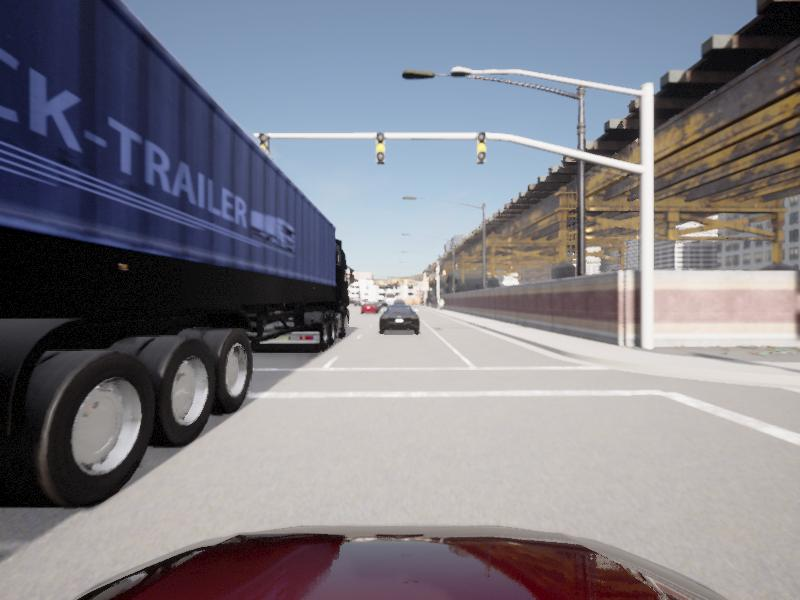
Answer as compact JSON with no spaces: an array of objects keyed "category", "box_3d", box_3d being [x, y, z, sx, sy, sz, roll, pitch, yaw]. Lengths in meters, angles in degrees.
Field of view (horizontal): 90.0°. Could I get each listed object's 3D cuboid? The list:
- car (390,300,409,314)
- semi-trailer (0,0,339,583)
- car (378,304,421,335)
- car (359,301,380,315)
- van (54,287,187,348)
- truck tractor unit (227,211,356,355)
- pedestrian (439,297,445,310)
[{"category":"car","box_3d":[-0.066,0.815,49.181,2.242,1.667,4.611,0,0,0]},{"category":"semi-trailer","box_3d":[-3.560,-0.609,7.048,2.717,4.402,14.254,0,0,0]},{"category":"car","box_3d":[-0.028,0.932,20.558,1.994,1.385,4.181,0,0,0]},{"category":"car","box_3d":[-3.566,0.909,47.845,2.163,1.488,4.792,0,0,0]},{"category":"van","box_3d":[-10.522,0.590,15.609,2.069,2.038,4.480,0,0,0]},{"category":"truck tractor unit","box_3d":[-3.529,-0.505,14.962,3.053,4.208,6.516,0,0,0]},{"category":"pedestrian","box_3d":[6.038,0.554,57.738,0.751,1.860,0.751,0,0,-1]}]
